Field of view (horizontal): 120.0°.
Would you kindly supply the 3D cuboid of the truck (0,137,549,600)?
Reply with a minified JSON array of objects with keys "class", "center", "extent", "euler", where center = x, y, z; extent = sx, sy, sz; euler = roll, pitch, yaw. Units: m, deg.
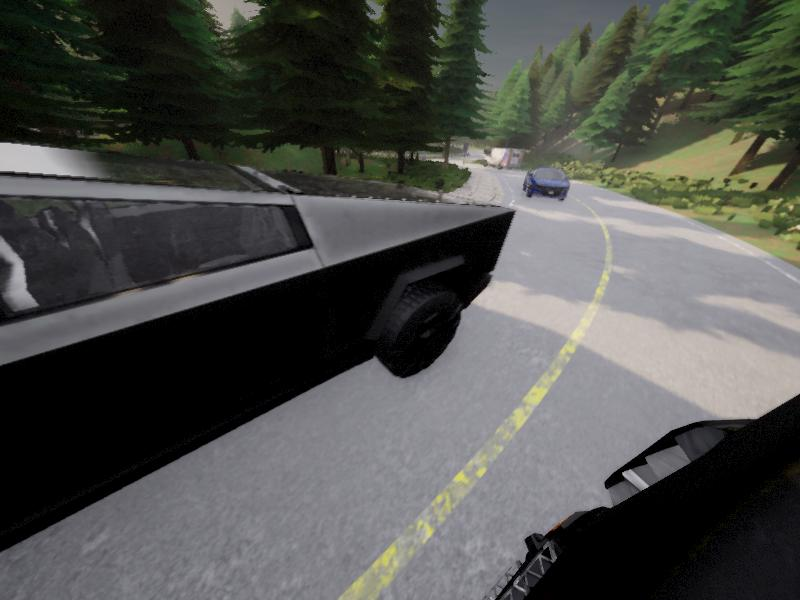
[{"class":"truck","center":[-1.868,0.040,1.828],"extent":[6.274,2.098,2.390],"euler":[-22,41,-32]}]

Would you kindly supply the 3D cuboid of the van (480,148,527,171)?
[{"class":"van","center":[14.546,-20.262,33.085],"extent":[2.351,2.431,6.366],"euler":[-7,35,-14]}]

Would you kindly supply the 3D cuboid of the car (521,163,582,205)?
[{"class":"car","center":[8.577,-6.972,13.604],"extent":[1.882,1.535,5.008],"euler":[14,35,15]}]
